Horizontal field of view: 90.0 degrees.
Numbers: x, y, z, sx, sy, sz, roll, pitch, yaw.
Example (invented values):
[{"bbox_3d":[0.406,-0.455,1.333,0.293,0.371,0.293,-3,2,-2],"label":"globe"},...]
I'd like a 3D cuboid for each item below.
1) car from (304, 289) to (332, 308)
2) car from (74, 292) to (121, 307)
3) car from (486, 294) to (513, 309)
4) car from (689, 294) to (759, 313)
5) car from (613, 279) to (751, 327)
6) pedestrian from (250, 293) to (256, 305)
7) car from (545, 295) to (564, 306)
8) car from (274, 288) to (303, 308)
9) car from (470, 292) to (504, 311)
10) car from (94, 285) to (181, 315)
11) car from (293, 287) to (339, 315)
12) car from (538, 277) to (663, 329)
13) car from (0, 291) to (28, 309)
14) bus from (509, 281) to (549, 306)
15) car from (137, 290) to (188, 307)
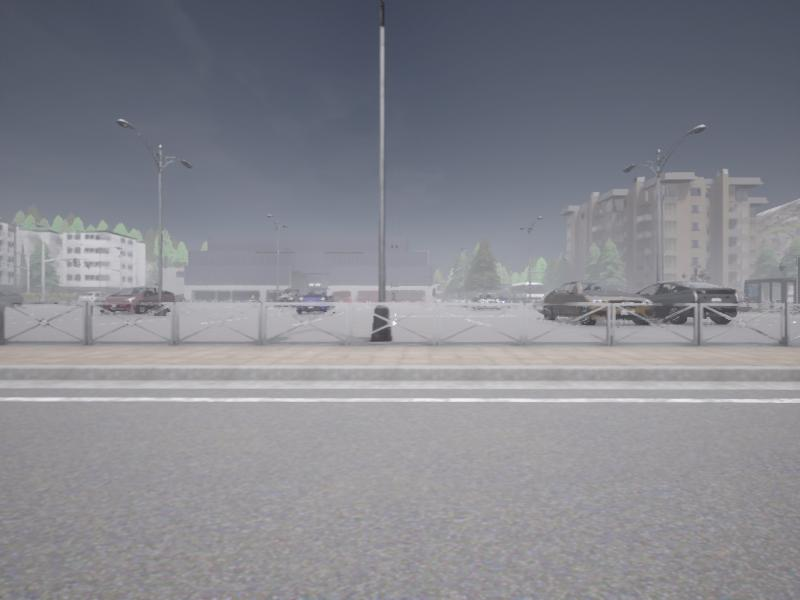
[{"bbox_3d":[-8.374,-0.172,41.288,1.932,1.855,4.605,0,0,0],"label":"car"},{"bbox_3d":[-30.489,-0.068,40.460,1.970,1.475,3.806,0,0,0],"label":"car"},{"bbox_3d":[10.209,0.129,41.229,1.845,1.501,3.633,0,0,0],"label":"car"},{"bbox_3d":[27.761,0.288,34.556,2.163,1.488,4.792,0,0,-1],"label":"car"},{"bbox_3d":[10.328,0.096,15.196,2.007,1.523,4.514,0,0,0],"label":"car"},{"bbox_3d":[-23.293,-0.165,63.423,0.751,1.860,0.751,0,0,2],"label":"pedestrian"},{"bbox_3d":[27.254,0.091,70.640,1.905,1.878,3.866,0,0,-1],"label":"car"},{"bbox_3d":[-11.278,-0.197,40.864,1.905,1.878,3.866,0,0,0],"label":"car"},{"bbox_3d":[7.260,0.136,33.796,1.970,1.475,3.806,0,0,0],"label":"car"},{"bbox_3d":[-14.679,0.020,22.754,2.007,1.523,4.514,0,0,0],"label":"car"},{"bbox_3d":[-4.686,0.055,22.754,1.845,1.501,3.633,0,0,0],"label":"car"},{"bbox_3d":[7.192,0.082,15.130,2.152,1.636,5.027,0,0,0],"label":"car"},{"bbox_3d":[-34.122,-0.007,33.395,2.007,1.523,4.514,0,0,0],"label":"car"},{"bbox_3d":[23.817,-1.108,74.774,3.944,4.253,10.273,0,0,-1],"label":"bus"},{"bbox_3d":[-24.073,-0.138,40.810,2.152,1.636,5.027,0,0,0],"label":"car"}]
